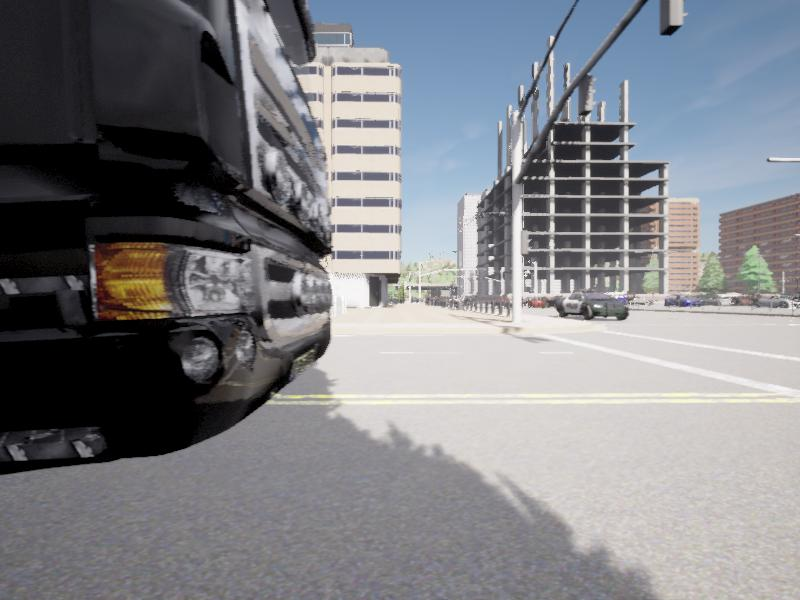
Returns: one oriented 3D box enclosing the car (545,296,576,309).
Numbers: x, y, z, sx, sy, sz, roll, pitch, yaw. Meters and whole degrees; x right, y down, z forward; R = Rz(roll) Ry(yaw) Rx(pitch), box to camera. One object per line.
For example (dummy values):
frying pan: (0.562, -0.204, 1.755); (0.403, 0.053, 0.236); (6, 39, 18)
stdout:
car: (20.032, 0.245, 50.158); (1.882, 1.535, 5.008); (0, 0, -1)

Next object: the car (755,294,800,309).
car: (39.931, 0.189, 41.895); (1.970, 1.475, 3.806); (0, 0, -1)

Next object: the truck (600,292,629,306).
truck: (33.885, -0.158, 63.266); (2.069, 2.038, 4.478); (0, 0, -1)

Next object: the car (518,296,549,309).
car: (16.535, 0.269, 49.893); (2.163, 1.488, 4.792); (0, 0, -1)

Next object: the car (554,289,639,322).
car: (10.158, 0.237, 21.241); (2.038, 1.542, 4.974); (0, 0, -1)

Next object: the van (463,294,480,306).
van: (12.576, -0.015, 70.429); (2.069, 2.038, 4.480); (0, 0, -1)

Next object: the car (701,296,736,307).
car: (45.413, 0.195, 57.103); (1.970, 1.475, 3.806); (0, 0, -1)

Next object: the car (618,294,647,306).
car: (36.778, -0.059, 63.391); (1.932, 1.855, 4.605); (0, 0, -1)

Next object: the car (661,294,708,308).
car: (34.185, 0.108, 48.224); (2.242, 1.667, 4.611); (0, 0, -1)

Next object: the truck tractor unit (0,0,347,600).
truck tractor unit: (-3.736, -1.129, 2.164); (6.516, 4.208, 3.053); (0, 0, -1)
